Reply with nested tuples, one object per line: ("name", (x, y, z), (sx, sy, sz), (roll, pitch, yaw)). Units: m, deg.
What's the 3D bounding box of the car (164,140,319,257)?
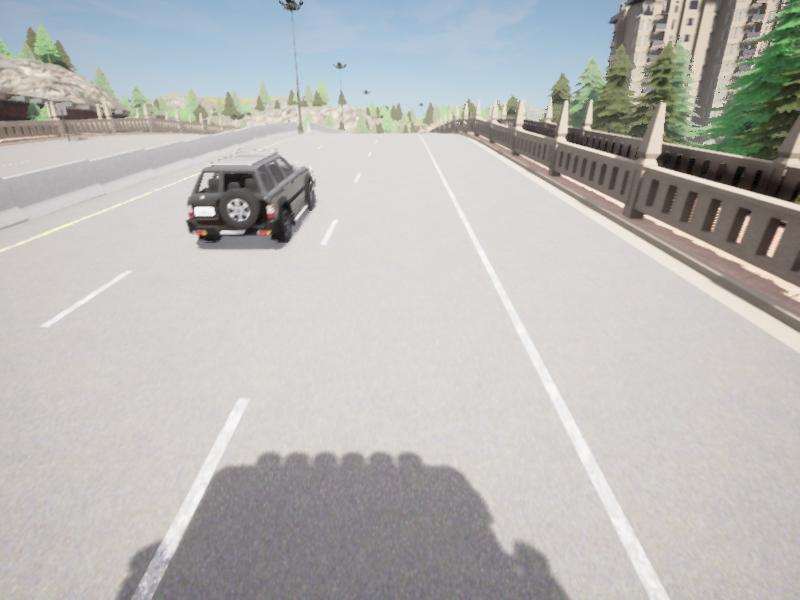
("car", (-3.499, -2.783, 10.029), (1.932, 1.855, 4.605), (0, 27, 0))
